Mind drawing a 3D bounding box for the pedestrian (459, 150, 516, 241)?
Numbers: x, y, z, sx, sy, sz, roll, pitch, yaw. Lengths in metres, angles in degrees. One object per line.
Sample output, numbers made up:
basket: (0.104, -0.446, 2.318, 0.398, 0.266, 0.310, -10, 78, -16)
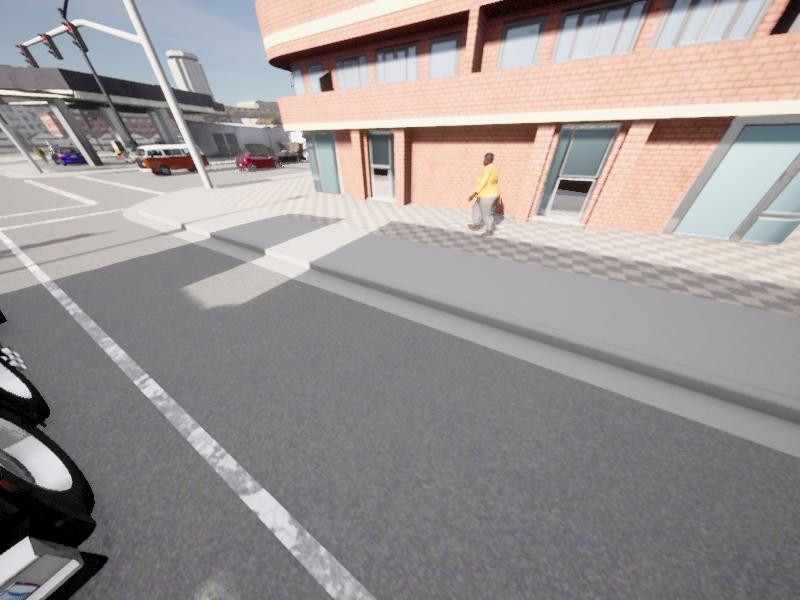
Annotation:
pedestrian: (2.095, -2.541, 5.658, 0.751, 1.860, 0.751, 23, 41, 30)

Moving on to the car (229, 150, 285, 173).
car: (-12.820, -12.675, 20.999, 1.845, 1.501, 3.633, 17, 38, 24)

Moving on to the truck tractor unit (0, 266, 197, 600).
truck tractor unit: (-5.114, -0.296, 0.788, 6.516, 4.208, 3.053, 18, 38, 24)

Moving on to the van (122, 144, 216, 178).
van: (-18.336, -11.333, 18.690, 2.069, 2.038, 4.480, 17, 38, 23)

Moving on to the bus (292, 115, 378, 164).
bus: (-7.309, -19.731, 28.679, 3.944, 4.253, 10.273, 17, 38, 24)

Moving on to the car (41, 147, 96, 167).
car: (-36.813, -15.970, 25.670, 4.611, 1.667, 2.242, 18, 39, 25)
